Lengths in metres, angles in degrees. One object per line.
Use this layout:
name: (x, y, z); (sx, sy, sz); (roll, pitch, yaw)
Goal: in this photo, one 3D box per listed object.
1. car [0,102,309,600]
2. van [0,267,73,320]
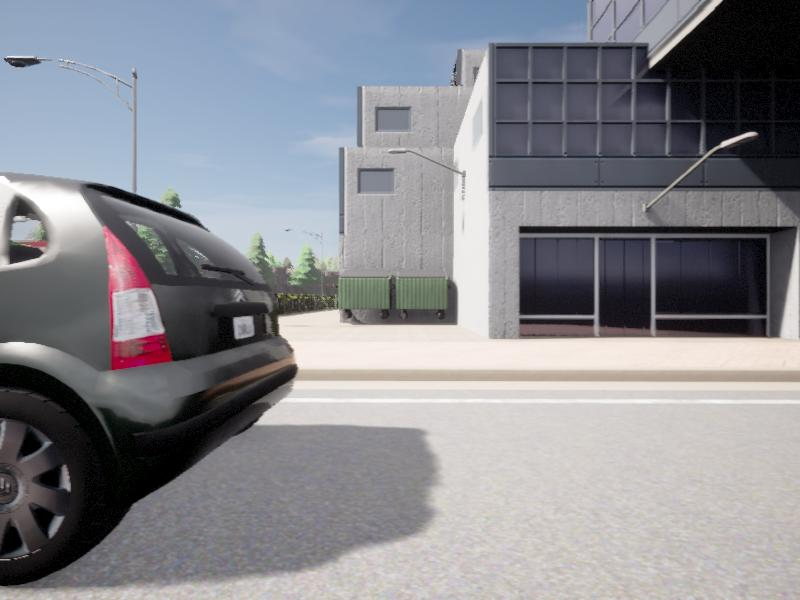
car: (-2.736, 0.184, 2.258); (3.988, 1.617, 1.851); (0, 0, 2)
van: (-20.305, -0.309, 20.615); (1.988, 2.561, 5.915); (0, 0, 1)
